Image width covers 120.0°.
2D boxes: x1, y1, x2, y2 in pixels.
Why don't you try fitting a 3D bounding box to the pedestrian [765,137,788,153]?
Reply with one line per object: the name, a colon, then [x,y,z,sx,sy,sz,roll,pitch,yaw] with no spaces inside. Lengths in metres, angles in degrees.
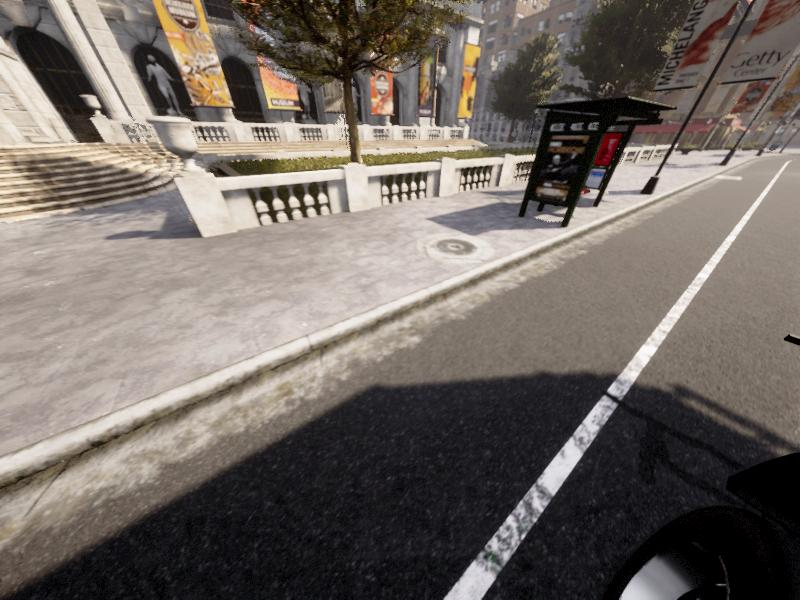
pedestrian: [53.604,-22.092,32.907,0.751,1.860,0.751,-14,37,-18]
